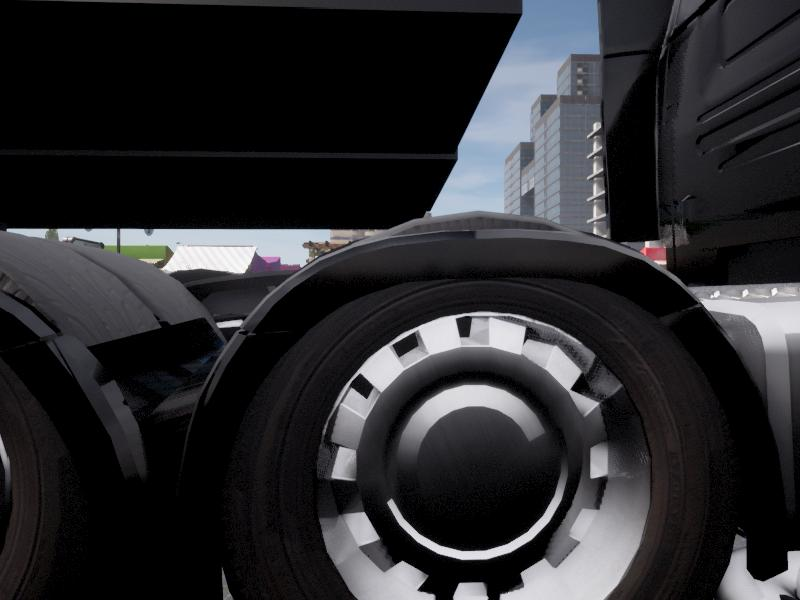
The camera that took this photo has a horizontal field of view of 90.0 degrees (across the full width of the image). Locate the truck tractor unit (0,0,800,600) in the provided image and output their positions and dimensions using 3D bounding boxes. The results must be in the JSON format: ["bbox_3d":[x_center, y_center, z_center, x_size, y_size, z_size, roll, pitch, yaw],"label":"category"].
[{"bbox_3d":[1.105,-1.116,2.103,6.516,4.208,3.053,0,0,-3],"label":"truck tractor unit"}]

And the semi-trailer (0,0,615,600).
[{"bbox_3d":[-6.799,-1.218,1.762,14.254,4.402,2.717,0,0,-2],"label":"semi-trailer"}]

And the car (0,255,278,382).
[{"bbox_3d":[-4.542,0.223,5.851,5.008,1.535,1.882,0,0,-6],"label":"car"}]
